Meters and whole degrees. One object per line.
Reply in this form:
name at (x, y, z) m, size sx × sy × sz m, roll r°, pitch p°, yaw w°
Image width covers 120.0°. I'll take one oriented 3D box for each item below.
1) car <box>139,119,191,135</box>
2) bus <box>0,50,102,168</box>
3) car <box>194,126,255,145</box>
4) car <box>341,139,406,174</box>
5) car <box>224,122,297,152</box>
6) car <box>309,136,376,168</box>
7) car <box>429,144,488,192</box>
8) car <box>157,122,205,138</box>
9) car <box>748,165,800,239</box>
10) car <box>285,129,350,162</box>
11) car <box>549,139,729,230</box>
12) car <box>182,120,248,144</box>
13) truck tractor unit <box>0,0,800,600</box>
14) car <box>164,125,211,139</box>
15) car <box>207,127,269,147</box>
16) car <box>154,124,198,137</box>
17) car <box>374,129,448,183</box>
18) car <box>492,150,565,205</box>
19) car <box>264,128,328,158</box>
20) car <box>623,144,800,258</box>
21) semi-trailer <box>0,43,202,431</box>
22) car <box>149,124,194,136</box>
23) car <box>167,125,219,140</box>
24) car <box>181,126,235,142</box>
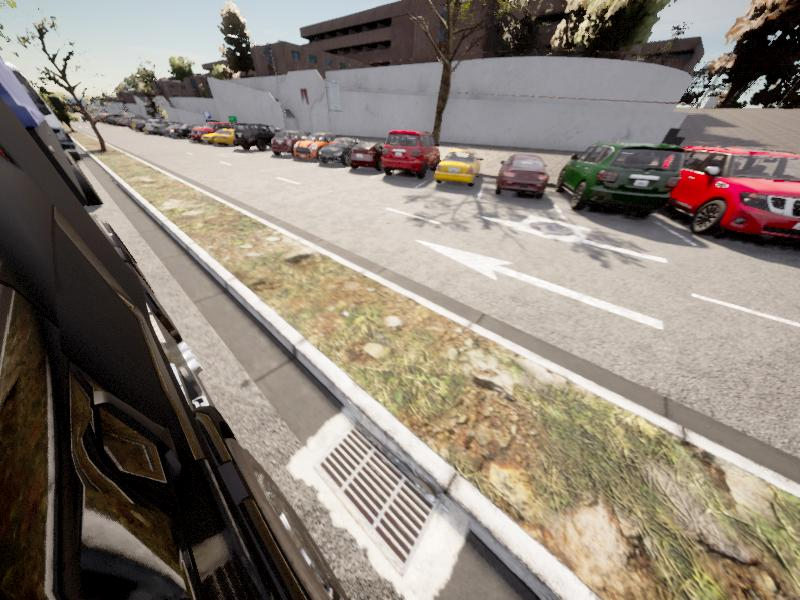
car at (-40.604, -30.005, 40.179) m, size 2.435 × 2.045 × 5.566 m, roll 14°, pitch 38°, yaw 15°
bus at (-21.910, -10.551, 13.009) m, size 10.273 × 4.253 × 3.944 m, roll 27°, pitch 43°, yaw 30°
car at (-19.946, -18.888, 26.618) m, size 1.946 × 1.575 × 5.366 m, roll 14°, pitch 37°, yaw 15°
car at (-1.460, -9.331, 14.815) m, size 2.163 × 1.488 × 4.792 m, roll 14°, pitch 37°, yaw 15°
car at (-12.965, -15.604, 22.134) m, size 2.435 × 2.045 × 5.566 m, roll 13°, pitch 37°, yaw 15°
car at (-3.760, -10.552, 16.273) m, size 2.231 × 1.521 × 4.892 m, roll 14°, pitch 38°, yaw 14°
car at (3.202, -7.012, 11.925) m, size 1.946 × 1.575 × 5.366 m, roll 14°, pitch 37°, yaw 15°
car at (-33.690, -26.285, 35.753) m, size 2.185 × 1.767 × 4.553 m, roll 14°, pitch 37°, yaw 15°
car at (12.299, -2.129, 5.532) m, size 1.878 × 1.987 × 4.442 m, roll 14°, pitch 38°, yaw 15°
car at (-6.049, -11.879, 17.714) m, size 2.185 × 1.767 × 4.553 m, roll 14°, pitch 38°, yaw 14°
car at (7.758, -4.686, 8.655) m, size 2.435 × 2.045 × 5.566 m, roll 14°, pitch 38°, yaw 15°
car at (-22.183, -20.371, 28.100) m, size 2.435 × 2.045 × 5.566 m, roll 14°, pitch 37°, yaw 15°
truck tractor unit at (-2.645, -0.295, 0.351) m, size 6.516 × 4.208 × 3.053 m, roll 28°, pitch 44°, yaw 30°
car at (-31.403, -24.936, 34.324) m, size 2.002 × 1.452 × 4.674 m, roll 14°, pitch 37°, yaw 15°
car at (-17.524, -17.892, 25.403) m, size 1.946 × 1.575 × 5.366 m, roll 13°, pitch 37°, yaw 15°
car at (-36.008, -27.334, 37.331) m, size 2.002 × 1.452 × 4.674 m, roll 14°, pitch 38°, yaw 14°
car at (0.856, -8.342, 13.154) m, size 2.435 × 2.045 × 5.566 m, roll 14°, pitch 37°, yaw 15°
car at (5.434, -5.655, 10.305) m, size 2.002 × 1.452 × 4.674 m, roll 14°, pitch 37°, yaw 15°
car at (-8.381, -13.056, 19.163) m, size 2.185 × 1.767 × 4.553 m, roll 14°, pitch 37°, yaw 15°
car at (10.043, -3.427, 7.100) m, size 2.435 × 2.045 × 5.566 m, roll 14°, pitch 38°, yaw 15°
semi-trailer at (-8.712, -3.580, 4.234) m, size 14.254 × 4.402 × 2.717 m, roll 28°, pitch 44°, yaw 30°
car at (-38.314, -28.570, 38.849) m, size 2.163 × 1.488 × 4.792 m, roll 14°, pitch 37°, yaw 15°
car at (-29.105, -23.768, 32.788) m, size 2.097 × 1.535 × 5.008 m, roll 13°, pitch 37°, yaw 15°
car at (-24.500, -21.341, 29.771) m, size 2.163 × 1.488 × 4.792 m, roll 14°, pitch 37°, yaw 15°
